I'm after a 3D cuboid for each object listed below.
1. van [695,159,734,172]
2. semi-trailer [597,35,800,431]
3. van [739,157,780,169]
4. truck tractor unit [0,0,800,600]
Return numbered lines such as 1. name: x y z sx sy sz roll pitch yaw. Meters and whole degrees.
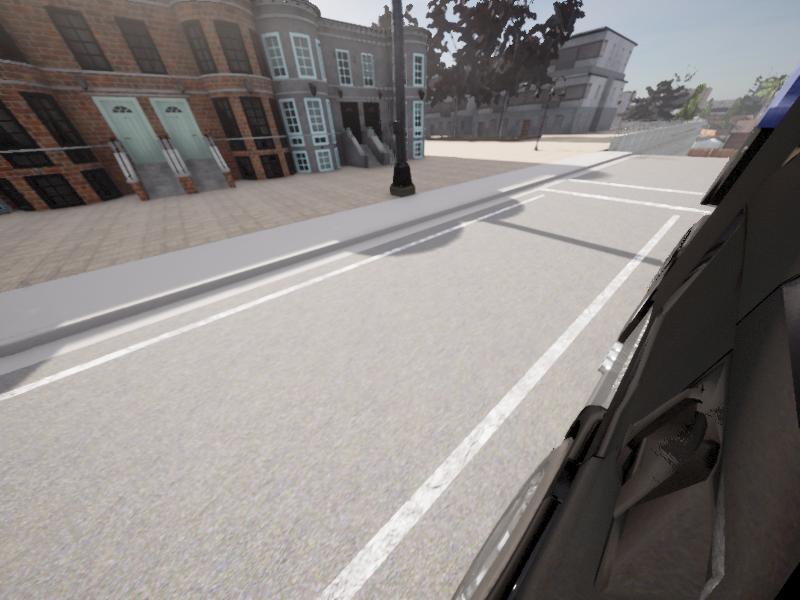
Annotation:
1. van: 68.697 -29.522 50.529 1.775 1.987 4.442 -27 43 -29
2. semi-trailer: 8.737 -3.576 4.193 14.254 4.402 2.717 -28 43 -29
3. van: 78.669 -30.056 50.599 1.775 1.987 4.442 -27 43 -29
4. truck tractor unit: 2.645 -0.295 0.352 6.516 4.208 3.053 -28 44 -30
